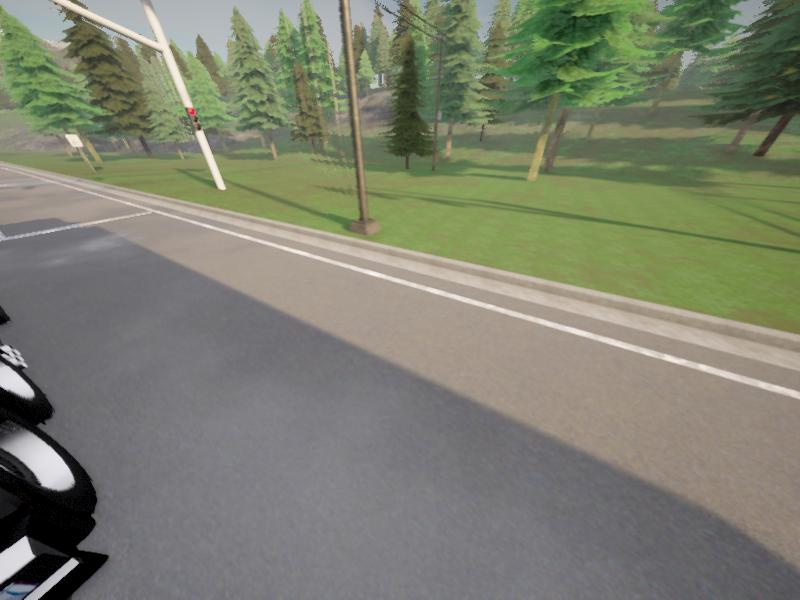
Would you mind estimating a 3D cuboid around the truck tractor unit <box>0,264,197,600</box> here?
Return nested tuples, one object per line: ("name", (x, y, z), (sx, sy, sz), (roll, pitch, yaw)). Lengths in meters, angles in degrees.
("truck tractor unit", (-5.117, -0.294, 0.781), (6.516, 4.208, 3.053), (18, 39, 24))
